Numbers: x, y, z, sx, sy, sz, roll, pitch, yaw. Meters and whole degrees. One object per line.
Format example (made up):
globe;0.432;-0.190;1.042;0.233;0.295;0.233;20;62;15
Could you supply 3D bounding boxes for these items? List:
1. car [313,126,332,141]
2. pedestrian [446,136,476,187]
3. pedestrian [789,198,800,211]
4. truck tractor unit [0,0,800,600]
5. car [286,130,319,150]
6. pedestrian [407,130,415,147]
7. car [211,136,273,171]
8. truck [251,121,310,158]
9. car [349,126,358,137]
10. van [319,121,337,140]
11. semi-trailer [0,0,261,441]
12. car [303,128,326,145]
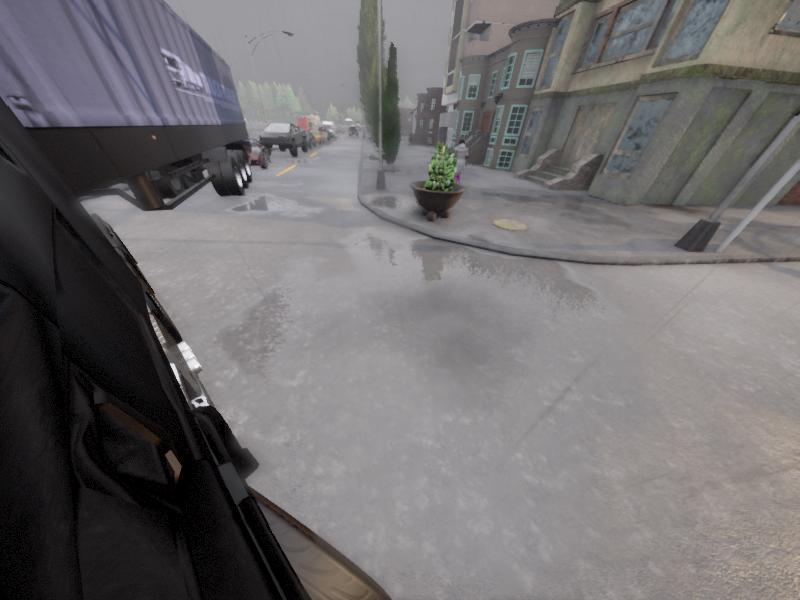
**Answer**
car;-12.180;-26.484;36.675;1.932;1.855;4.605;-2;37;-7
pedestrian;2.664;-6.128;10.300;0.751;1.860;0.751;-3;37;-8
pedestrian;16.687;-4.141;9.214;0.500;1.100;0.500;2;37;-1
truck tractor unit;-2.645;-0.295;0.352;6.516;4.208;3.053;28;44;30
car;-10.347;-17.434;25.008;2.128;1.511;4.902;-2;37;-7
pedestrian;1.468;-21.903;31.307;0.751;1.860;0.751;-5;37;-10
car;-8.940;-8.633;13.481;1.994;1.385;4.181;-10;38;-16
truck;-9.434;-13.317;19.077;2.390;2.098;6.274;-2;37;-7
car;-10.880;-39.547;54.214;1.905;1.878;3.866;-2;37;-7
van;-13.103;-31.254;42.429;1.988;2.561;5.915;-2;38;-7
semi-trailer;-6.251;-4.582;5.673;2.717;4.402;14.254;-11;39;-18
car;-11.209;-21.646;30.522;1.801;1.575;5.366;-2;37;-7
